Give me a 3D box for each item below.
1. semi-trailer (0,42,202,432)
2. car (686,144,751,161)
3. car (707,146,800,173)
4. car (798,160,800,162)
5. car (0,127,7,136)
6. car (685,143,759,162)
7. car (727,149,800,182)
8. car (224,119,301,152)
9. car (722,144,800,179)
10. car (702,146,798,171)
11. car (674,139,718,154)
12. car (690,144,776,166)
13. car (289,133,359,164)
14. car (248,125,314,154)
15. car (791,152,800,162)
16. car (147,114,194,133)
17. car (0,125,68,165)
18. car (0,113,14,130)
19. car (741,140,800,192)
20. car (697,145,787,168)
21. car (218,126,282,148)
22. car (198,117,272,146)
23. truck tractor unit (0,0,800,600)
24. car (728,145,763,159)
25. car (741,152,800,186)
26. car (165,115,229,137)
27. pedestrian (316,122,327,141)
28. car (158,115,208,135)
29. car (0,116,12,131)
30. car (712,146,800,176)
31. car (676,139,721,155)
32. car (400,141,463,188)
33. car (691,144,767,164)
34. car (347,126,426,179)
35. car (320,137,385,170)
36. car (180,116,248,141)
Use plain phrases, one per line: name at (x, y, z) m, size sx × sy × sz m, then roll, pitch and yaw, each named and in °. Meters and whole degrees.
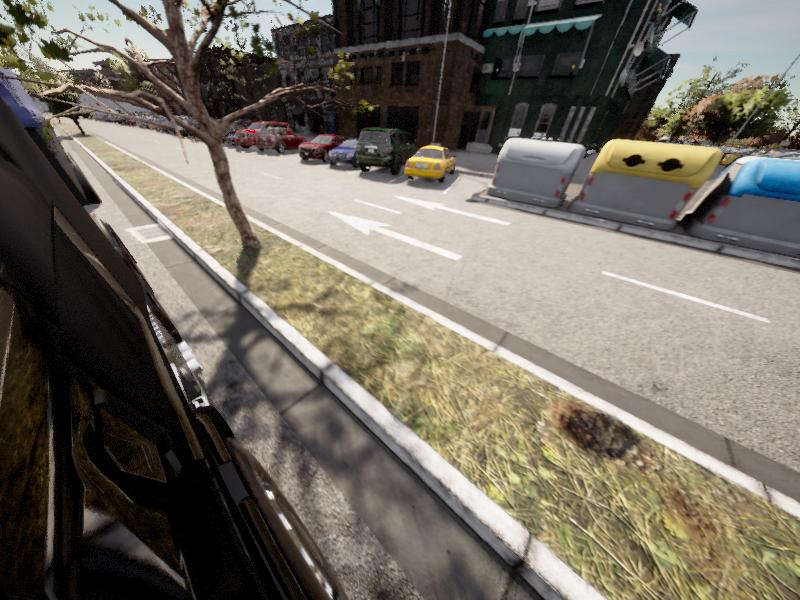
semi-trailer at (-8.706, -3.607, 4.208) m, size 14.254 × 4.402 × 2.717 m, roll 28°, pitch 44°, yaw 30°
car at (43.856, -20.496, 32.002) m, size 4.792 × 1.488 × 2.163 m, roll 15°, pitch 39°, yaw 14°
car at (32.281, -12.775, 20.940) m, size 4.892 × 1.521 × 2.231 m, roll 15°, pitch 39°, yaw 15°
car at (71.886, -23.482, 38.224) m, size 5.566 × 2.045 × 2.435 m, roll 16°, pitch 40°, yaw 13°
car at (-38.112, -14.498, 19.076) m, size 1.946 × 1.575 × 5.366 m, roll 14°, pitch 39°, yaw 15°
car at (41.731, -19.276, 30.182) m, size 5.366 × 1.575 × 1.946 m, roll 15°, pitch 39°, yaw 14°
car at (26.510, -8.907, 15.424) m, size 4.892 × 1.521 × 2.231 m, roll 15°, pitch 39°, yaw 14°
car at (-12.049, -14.889, 20.898) m, size 2.435 × 2.045 × 5.566 m, roll 14°, pitch 38°, yaw 14°
car at (28.416, -10.305, 17.194) m, size 4.553 × 1.767 × 2.185 m, roll 15°, pitch 39°, yaw 14°
car at (34.180, -14.049, 22.803) m, size 4.792 × 1.488 × 2.163 m, roll 15°, pitch 39°, yaw 14°
car at (57.198, -29.766, 44.756) m, size 4.442 × 1.987 × 1.878 m, roll 15°, pitch 39°, yaw 14°
car at (37.883, -16.695, 26.502) m, size 5.366 × 1.575 × 1.946 m, roll 15°, pitch 39°, yaw 15°
car at (-5.141, -10.987, 16.609) m, size 2.097 × 1.535 × 5.008 m, roll 15°, pitch 38°, yaw 14°
car at (-9.764, -13.552, 19.488) m, size 2.185 × 1.767 × 4.553 m, roll 14°, pitch 38°, yaw 14°
car at (73.907, -24.799, 40.107) m, size 5.566 × 2.045 × 2.435 m, roll 16°, pitch 40°, yaw 14°
car at (-35.166, -27.163, 35.649) m, size 1.878 × 1.987 × 4.442 m, roll 14°, pitch 38°, yaw 14°
car at (-19.599, -8.187, 12.091) m, size 4.181 × 1.385 × 1.994 m, roll 28°, pitch 44°, yaw 30°
car at (-47.263, -19.370, 24.921) m, size 1.946 × 1.575 × 5.366 m, roll 13°, pitch 39°, yaw 15°
car at (22.652, -6.526, 11.587) m, size 5.566 × 2.045 × 2.435 m, roll 15°, pitch 39°, yaw 14°
car at (36.131, -15.355, 24.617) m, size 5.008 × 1.535 × 2.097 m, roll 15°, pitch 39°, yaw 15°
car at (-14.371, -15.900, 22.547) m, size 2.163 × 1.488 × 4.792 m, roll 14°, pitch 38°, yaw 14°
car at (-16.662, -17.360, 23.862) m, size 2.435 × 2.045 × 5.566 m, roll 14°, pitch 38°, yaw 14°
truck tractor unit at (-2.645, -0.295, 0.351) m, size 6.516 × 4.208 × 3.053 m, roll 28°, pitch 44°, yaw 30°
car at (60.316, -25.993, 40.425) m, size 2.097 × 1.767 × 4.553 m, roll 30°, pitch 45°, yaw 29°
car at (24.588, -7.584, 13.605) m, size 4.674 × 1.452 × 2.002 m, roll 15°, pitch 39°, yaw 14°
car at (-25.878, -22.327, 29.827) m, size 2.435 × 2.045 × 5.566 m, roll 14°, pitch 38°, yaw 14°
pedestrian at (-9.797, -20.947, 28.799) m, size 0.751 × 1.860 × 0.751 m, roll 27°, pitch 43°, yaw 26°
car at (-30.535, -24.694, 32.690) m, size 1.878 × 1.987 × 4.442 m, roll 14°, pitch 38°, yaw 14°
car at (-45.030, -18.229, 23.151) m, size 2.435 × 2.045 × 5.566 m, roll 14°, pitch 39°, yaw 14°
car at (30.537, -11.447, 19.060) m, size 5.366 × 1.575 × 1.946 m, roll 15°, pitch 39°, yaw 14°
car at (55.273, -28.475, 42.917) m, size 4.442 × 1.987 × 1.878 m, roll 15°, pitch 39°, yaw 14°
car at (1.854, -7.373, 12.245) m, size 1.946 × 1.575 × 5.366 m, roll 14°, pitch 38°, yaw 15°
car at (39.984, -17.943, 28.306) m, size 5.008 × 1.535 × 2.097 m, roll 15°, pitch 39°, yaw 14°
car at (-0.507, -8.722, 13.483) m, size 2.435 × 2.045 × 5.566 m, roll 14°, pitch 38°, yaw 15°
car at (-2.831, -9.708, 15.131) m, size 2.002 × 1.452 × 4.674 m, roll 15°, pitch 38°, yaw 14°
car at (-21.267, -19.861, 26.868) m, size 2.435 × 2.045 × 5.566 m, roll 14°, pitch 38°, yaw 14°
